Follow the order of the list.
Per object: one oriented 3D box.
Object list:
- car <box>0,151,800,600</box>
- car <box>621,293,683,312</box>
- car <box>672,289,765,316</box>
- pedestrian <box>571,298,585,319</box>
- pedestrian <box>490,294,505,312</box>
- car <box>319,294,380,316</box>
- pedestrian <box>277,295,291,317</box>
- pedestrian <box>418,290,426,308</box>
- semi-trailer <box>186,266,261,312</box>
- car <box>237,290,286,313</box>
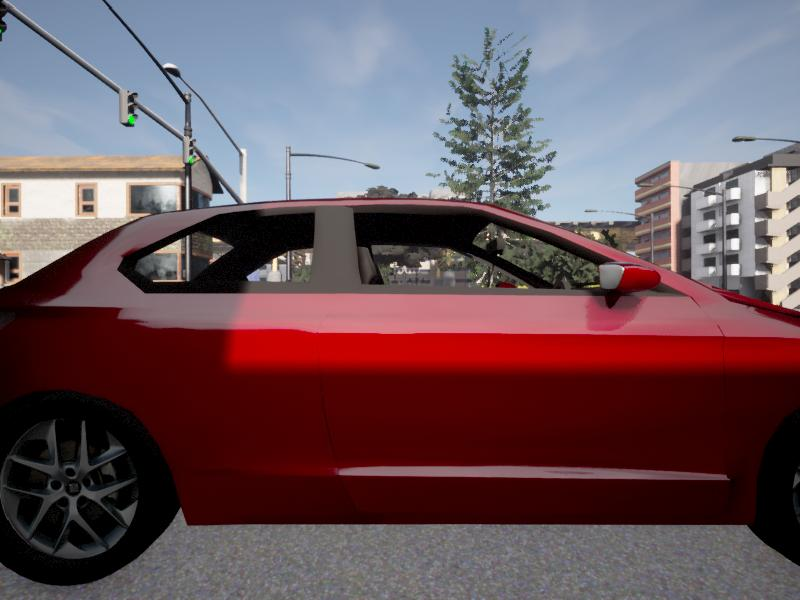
[{"bbox_3d":[0.276,0.255,2.204,4.193,1.474,1.816,0,0,0],"label":"car"},{"bbox_3d":[20.871,0.221,33.437,2.163,1.488,4.792,0,0,0],"label":"car"},{"bbox_3d":[20.807,0.147,26.503,2.152,1.651,5.027,0,0,1],"label":"car"},{"bbox_3d":[9.356,0.432,21.038,0.500,1.100,0.500,0,0,-13],"label":"pedestrian"},{"bbox_3d":[6.994,0.200,28.710,0.751,1.300,0.751,0,0,-40],"label":"pedestrian"},{"bbox_3d":[-3.644,0.351,28.369,1.812,1.442,4.674,0,0,-45],"label":"car"},{"bbox_3d":[-5.890,0.315,20.256,0.500,1.100,0.500,0,0,-43],"label":"pedestrian"},{"bbox_3d":[2.432,-0.107,43.824,0.751,1.860,0.751,0,0,-3],"label":"pedestrian"},{"bbox_3d":[-20.189,-1.062,44.869,2.717,4.402,14.254,0,0,-45],"label":"semi-trailer"},{"bbox_3d":[-13.242,0.123,37.937,5.566,2.045,2.150,0,0,45],"label":"car"}]
